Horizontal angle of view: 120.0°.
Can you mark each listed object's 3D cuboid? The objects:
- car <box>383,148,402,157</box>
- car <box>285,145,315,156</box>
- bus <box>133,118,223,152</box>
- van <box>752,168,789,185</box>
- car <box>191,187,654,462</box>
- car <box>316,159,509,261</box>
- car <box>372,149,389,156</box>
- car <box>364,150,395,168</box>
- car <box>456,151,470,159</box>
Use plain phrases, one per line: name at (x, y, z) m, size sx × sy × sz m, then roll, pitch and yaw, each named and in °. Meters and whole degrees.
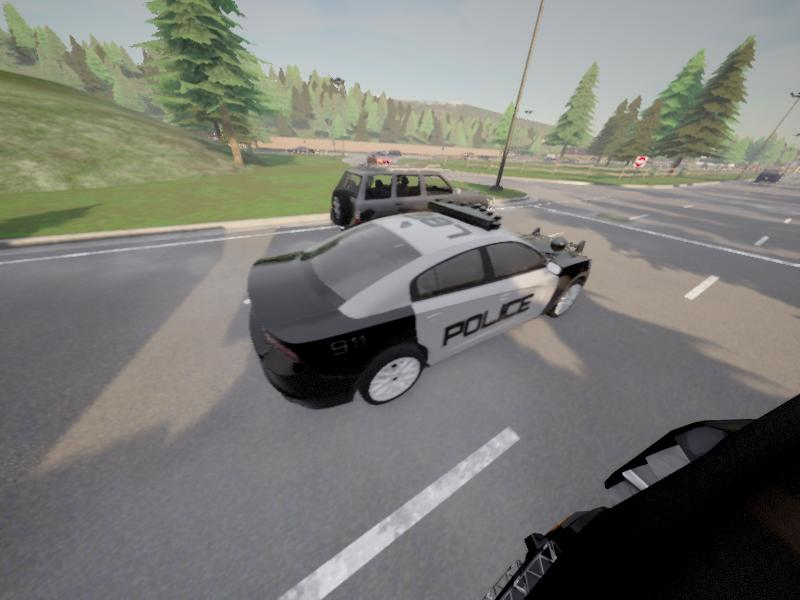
car at (-1.940, -38.638, 60.591) m, size 4.605 × 1.855 × 1.932 m, roll -16°, pitch 38°, yaw -26°
car at (-20.520, -30.944, 47.725) m, size 5.238 × 1.638 × 1.930 m, roll -16°, pitch 38°, yaw -26°
bus at (-38.482, -28.995, 41.019) m, size 10.273 × 4.253 × 3.944 m, roll -16°, pitch 38°, yaw -26°
van at (54.188, -18.111, 33.769) m, size 4.442 × 1.987 × 1.775 m, roll -16°, pitch 38°, yaw -26°
car at (0.847, -0.478, 3.279) m, size 5.238 × 1.638 × 1.930 m, roll -16°, pitch 38°, yaw -26°
car at (0.415, -2.685, 6.370) m, size 4.605 × 1.855 × 1.932 m, roll -16°, pitch 38°, yaw -26°
car at (-5.542, -41.901, 65.633) m, size 4.514 × 1.525 × 2.007 m, roll -16°, pitch 38°, yaw -26°
car at (-2.704, -18.185, 29.768) m, size 2.242 × 1.667 × 4.611 m, roll -14°, pitch 37°, yaw -23°
car at (20.648, -47.389, 75.585) m, size 3.866 × 1.878 × 1.905 m, roll -16°, pitch 38°, yaw -26°
